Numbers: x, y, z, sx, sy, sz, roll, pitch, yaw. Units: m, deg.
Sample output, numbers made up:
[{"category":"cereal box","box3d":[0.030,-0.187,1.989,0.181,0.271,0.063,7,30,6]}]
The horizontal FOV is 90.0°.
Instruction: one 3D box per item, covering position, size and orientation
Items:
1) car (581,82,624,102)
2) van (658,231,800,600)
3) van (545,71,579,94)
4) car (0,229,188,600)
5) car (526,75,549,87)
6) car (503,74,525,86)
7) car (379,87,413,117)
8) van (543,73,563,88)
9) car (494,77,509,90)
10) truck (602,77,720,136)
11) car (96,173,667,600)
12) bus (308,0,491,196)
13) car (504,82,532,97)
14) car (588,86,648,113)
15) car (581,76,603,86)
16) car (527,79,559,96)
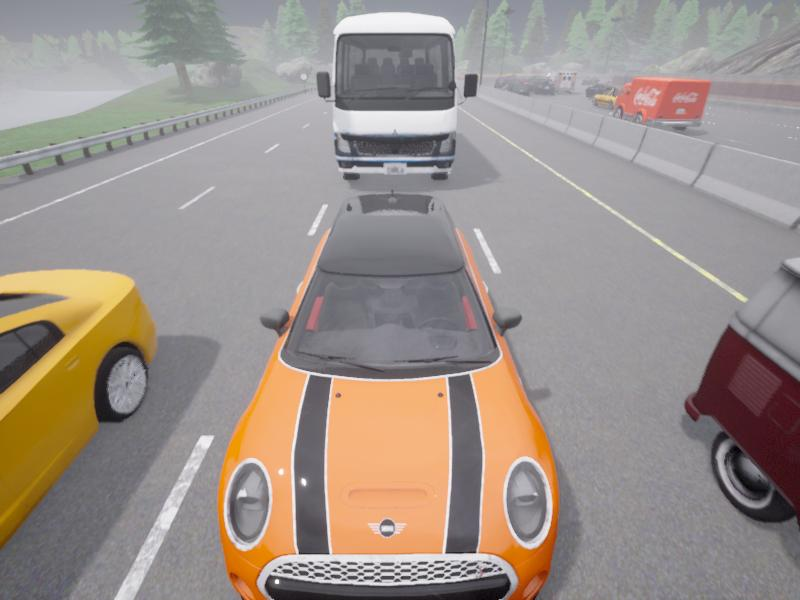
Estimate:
[{"category":"car","box3d":[20.634,-21.393,41.064,1.837,1.490,4.892,0,31,0]},{"category":"van","box3d":[3.438,1.468,1.520,1.775,1.987,4.442,0,30,0]},{"category":"van","box3d":[20.711,-28.056,51.509,2.351,2.431,6.366,3,31,6]},{"category":"car","box3d":[-3.568,1.189,2.436,1.882,1.535,5.008,0,30,0]},{"category":"car","box3d":[23.943,-38.172,69.680,2.242,1.667,4.611,18,35,28]},{"category":"car","box3d":[19.832,-38.247,69.555,2.097,1.767,4.553,17,34,26]},{"category":"car","box3d":[-0.266,-14.261,28.695,2.242,1.667,4.611,0,30,0]},{"category":"van","box3d":[24.576,-35.306,64.292,2.069,2.038,4.480,13,33,22]},{"category":"car","box3d":[15.021,-32.025,59.143,1.789,1.549,3.705,8,31,13]},{"category":"truck","box3d":[13.782,-10.664,21.775,2.627,2.467,5.204,0,31,0]},{"category":"car","box3d":[-0.078,0.196,3.879,2.097,1.767,4.553,0,30,0]},{"category":"bus","box3d":[-0.039,-7.213,14.103,3.944,4.253,10.273,0,30,0]},{"category":"car","box3d":[13.600,-24.500,46.488,1.994,1.385,4.181,0,30,0]},{"category":"car","box3d":[17.205,-16.079,31.900,1.801,1.575,5.366,0,30,0]},{"category":"car","box3d":[34.307,-39.163,71.522,1.970,1.475,3.806,26,39,37]},{"category":"car","box3d":[17.108,-25.695,48.258,2.242,1.667,4.611,1,30,1]}]
